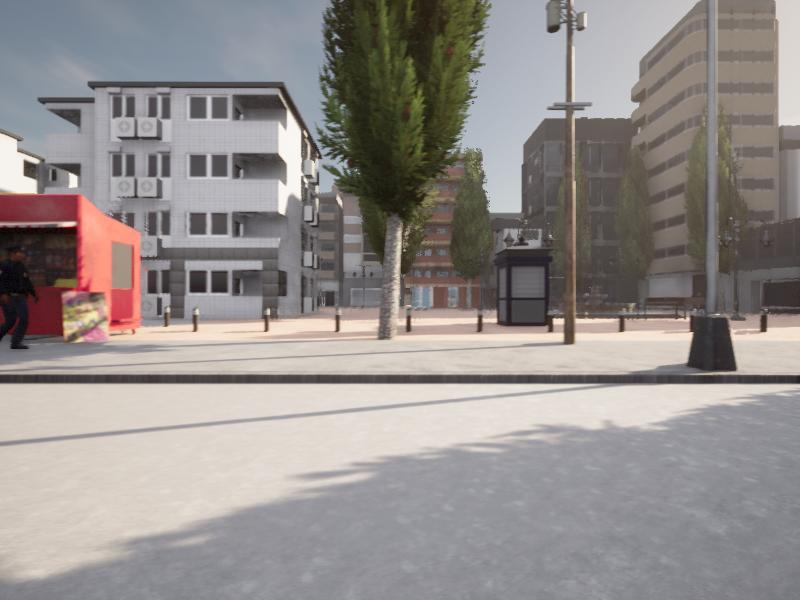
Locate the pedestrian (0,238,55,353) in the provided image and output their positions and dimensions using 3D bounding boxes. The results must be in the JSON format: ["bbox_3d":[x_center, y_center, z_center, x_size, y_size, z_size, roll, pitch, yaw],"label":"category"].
[{"bbox_3d":[-6.654,-0.075,6.904,0.751,1.860,0.751,0,0,3],"label":"pedestrian"}]
